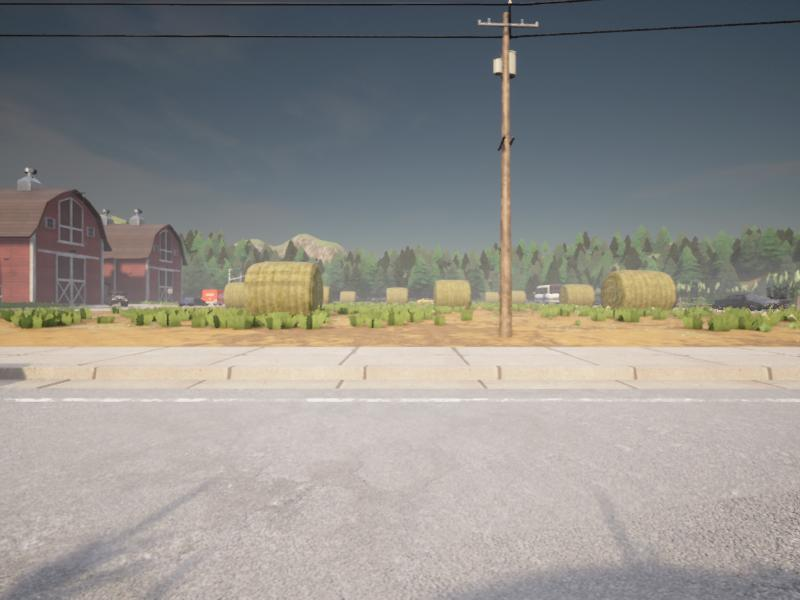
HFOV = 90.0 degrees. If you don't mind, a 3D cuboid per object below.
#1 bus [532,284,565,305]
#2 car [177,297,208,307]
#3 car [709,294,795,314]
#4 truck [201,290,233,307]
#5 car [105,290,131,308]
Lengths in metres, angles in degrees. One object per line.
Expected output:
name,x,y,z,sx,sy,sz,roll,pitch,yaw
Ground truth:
bus,32.950,-1.161,89.228,3.944,4.253,10.273,0,0,3
car,-27.640,0.250,53.494,1.994,1.385,4.181,1,0,0
car,26.490,0.270,30.440,2.033,1.411,5.357,0,0,3
truck,-27.757,-0.283,60.862,2.627,2.467,5.204,0,0,-1
car,-35.267,-0.154,49.947,1.905,1.878,3.866,8,-4,-43
